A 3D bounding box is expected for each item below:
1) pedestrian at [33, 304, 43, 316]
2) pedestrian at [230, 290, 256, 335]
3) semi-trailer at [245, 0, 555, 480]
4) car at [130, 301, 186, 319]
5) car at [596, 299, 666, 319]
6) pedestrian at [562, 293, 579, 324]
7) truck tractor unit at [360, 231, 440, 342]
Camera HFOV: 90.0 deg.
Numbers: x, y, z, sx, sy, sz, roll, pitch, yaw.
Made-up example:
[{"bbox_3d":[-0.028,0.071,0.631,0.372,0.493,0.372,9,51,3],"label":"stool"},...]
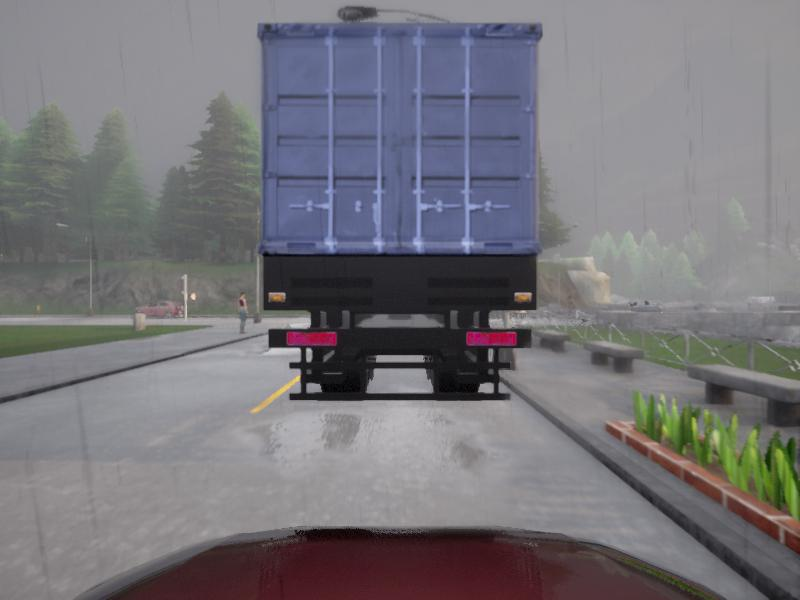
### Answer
[{"bbox_3d":[-33.748,0.902,37.272,0.500,1.100,0.500,0,0,-1],"label":"pedestrian"},{"bbox_3d":[-6.789,0.529,17.298,0.751,1.860,0.751,0,0,34],"label":"pedestrian"},{"bbox_3d":[-0.001,-0.623,10.642,2.717,4.402,14.254,0,0,0],"label":"semi-trailer"},{"bbox_3d":[-20.374,0.816,33.797,3.633,1.501,1.845,0,0,1],"label":"car"},{"bbox_3d":[19.431,0.746,33.861,4.611,1.667,2.242,0,0,0],"label":"car"},{"bbox_3d":[10.444,0.517,24.494,0.751,1.860,0.751,0,0,0],"label":"pedestrian"},{"bbox_3d":[-0.010,-0.529,18.558,3.053,4.208,6.516,0,0,0],"label":"truck tractor unit"}]
